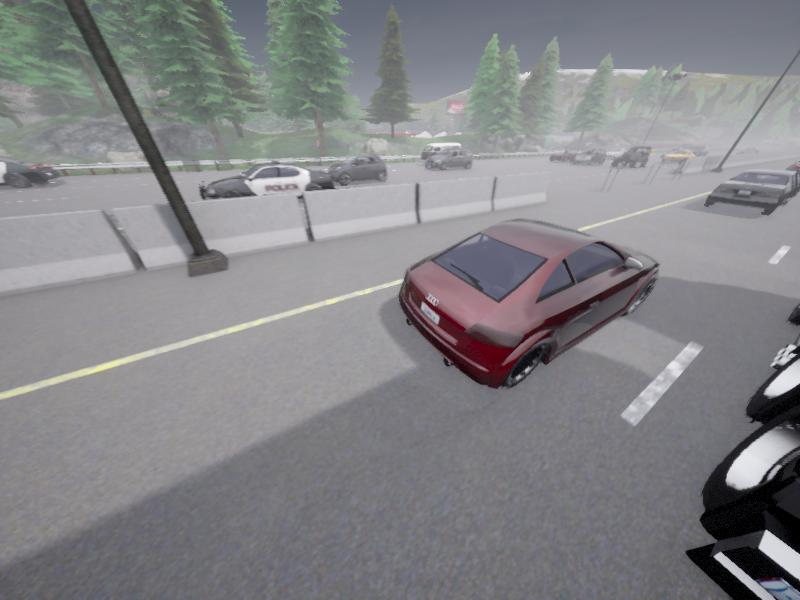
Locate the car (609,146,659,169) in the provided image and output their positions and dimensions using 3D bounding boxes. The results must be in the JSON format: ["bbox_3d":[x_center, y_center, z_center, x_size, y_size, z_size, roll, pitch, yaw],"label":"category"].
[{"bbox_3d":[24.155,-14.778,23.875,3.866,1.878,1.905,-18,39,-25],"label":"car"}]

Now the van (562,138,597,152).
[{"bbox_3d":[43.185,-37.463,55.767,1.988,2.561,5.915,-18,39,-25],"label":"van"}]

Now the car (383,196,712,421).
[{"bbox_3d":[2.086,-0.449,3.486,4.181,1.385,1.994,-18,39,-24],"label":"car"}]

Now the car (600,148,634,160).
[{"bbox_3d":[32.611,-21.966,34.697,4.674,1.442,1.812,-18,39,-24],"label":"car"}]

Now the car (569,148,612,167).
[{"bbox_3d":[21.432,-16.084,25.976,3.988,1.617,1.851,-18,39,-25],"label":"car"}]

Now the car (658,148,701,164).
[{"bbox_3d":[35.673,-18.401,29.484,5.366,1.575,1.801,-18,39,-25],"label":"car"}]

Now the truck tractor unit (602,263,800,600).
[{"bbox_3d":[5.112,-0.297,0.788,6.516,4.208,3.053,-18,39,-24],"label":"truck tractor unit"}]

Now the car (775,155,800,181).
[{"bbox_3d":[30.878,-9.897,17.233,4.974,1.542,2.038,-18,39,-25],"label":"car"}]

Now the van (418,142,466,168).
[{"bbox_3d":[4.406,-15.334,24.335,4.480,2.038,2.069,-18,39,-24],"label":"van"}]

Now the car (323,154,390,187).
[{"bbox_3d":[-2.647,-8.211,14.468,3.633,1.501,1.845,-18,39,-25],"label":"car"}]

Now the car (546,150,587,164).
[{"bbox_3d":[21.065,-18.144,29.208,4.718,1.301,1.895,-18,39,-24],"label":"car"}]

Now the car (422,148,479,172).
[{"bbox_3d":[4.595,-12.930,21.208,4.611,1.667,2.242,-18,39,-24],"label":"car"}]

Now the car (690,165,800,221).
[{"bbox_3d":[14.988,-4.662,9.658,5.357,1.411,2.033,-18,39,-24],"label":"car"}]

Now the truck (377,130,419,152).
[{"bbox_3d":[-0.491,-34.596,50.436,8.468,3.827,2.891,-11,36,-16],"label":"truck"}]

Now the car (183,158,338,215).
[{"bbox_3d":[-5.479,-4.977,9.779,4.974,1.542,2.038,-18,39,-24],"label":"car"}]

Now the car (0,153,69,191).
[{"bbox_3d":[-21.837,-6.573,11.907,4.974,1.542,2.038,-18,39,-24],"label":"car"}]
